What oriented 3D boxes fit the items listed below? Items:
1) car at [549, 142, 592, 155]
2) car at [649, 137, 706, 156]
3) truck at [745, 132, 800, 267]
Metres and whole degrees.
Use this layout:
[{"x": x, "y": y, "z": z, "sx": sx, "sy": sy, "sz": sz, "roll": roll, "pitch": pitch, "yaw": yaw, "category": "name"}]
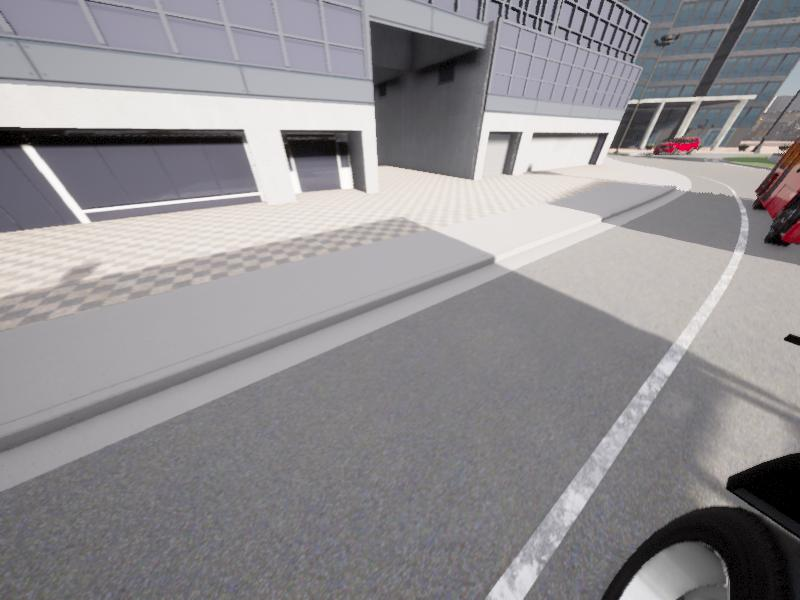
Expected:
[{"x": 26.394, "y": -23.717, "z": 36.048, "sx": 2.038, "sy": 1.542, "sz": 4.974, "roll": -14, "pitch": 37, "yaw": -18, "category": "car"}, {"x": 38.074, "y": -21.106, "z": 31.764, "sx": 5.566, "sy": 2.045, "sz": 2.150, "roll": -10, "pitch": 36, "yaw": -13, "category": "car"}, {"x": 12.155, "y": -3.448, "z": 5.375, "sx": 8.468, "sy": 3.827, "sz": 2.891, "roll": -27, "pitch": 43, "yaw": -33, "category": "truck"}]
